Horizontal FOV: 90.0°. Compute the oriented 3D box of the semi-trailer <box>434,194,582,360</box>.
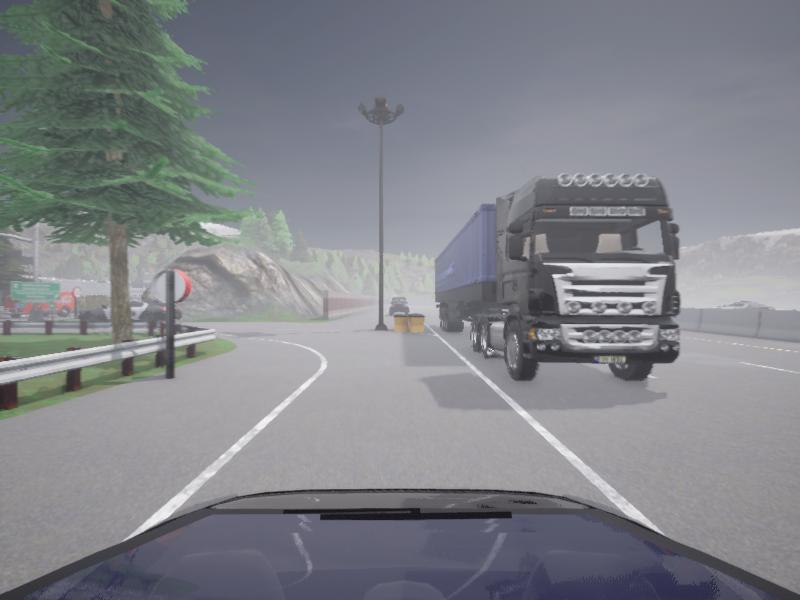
[{"bbox_3d":[3.458,-0.602,17.739,2.717,4.402,14.254,0,0,0],"label":"semi-trailer"}]

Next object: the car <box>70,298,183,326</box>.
[{"bbox_3d":[-15.351,0.654,22.678,4.974,1.542,2.038,0,0,0],"label":"car"}]

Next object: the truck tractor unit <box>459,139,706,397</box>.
[{"bbox_3d":[3.481,-0.514,9.821,3.053,4.208,6.516,0,0,0],"label":"truck tractor unit"}]

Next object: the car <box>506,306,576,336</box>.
[{"bbox_3d":[6.959,0.965,20.290,1.895,1.301,4.718,0,0,0],"label":"car"}]

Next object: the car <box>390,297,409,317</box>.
[{"bbox_3d":[-0.076,0.688,41.018,1.905,1.878,3.866,0,0,0],"label":"car"}]

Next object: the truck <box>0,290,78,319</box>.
[{"bbox_3d":[-33.584,0.392,37.357,2.627,2.467,5.204,0,0,4],"label":"truck"}]

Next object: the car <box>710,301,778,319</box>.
[{"bbox_3d":[31.270,0.863,36.584,2.038,1.542,4.974,0,0,2],"label":"car"}]
